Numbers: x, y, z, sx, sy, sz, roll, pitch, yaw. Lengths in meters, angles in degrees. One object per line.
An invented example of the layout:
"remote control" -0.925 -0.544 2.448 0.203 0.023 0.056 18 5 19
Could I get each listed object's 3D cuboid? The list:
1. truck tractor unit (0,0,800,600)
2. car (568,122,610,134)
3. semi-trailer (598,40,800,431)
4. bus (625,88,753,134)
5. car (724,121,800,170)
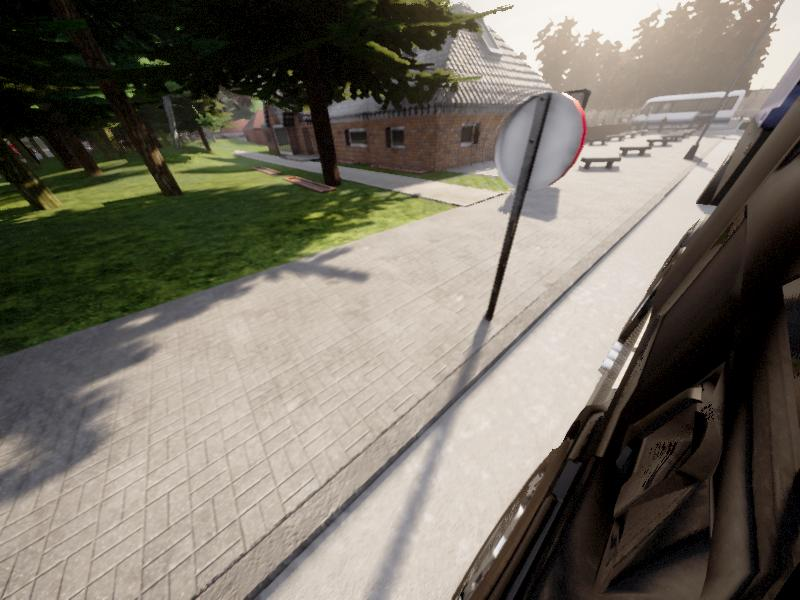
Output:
"truck tractor unit" 2.645 -0.295 0.351 6.516 4.208 3.053 -28 44 -30
"car" 33.468 -30.543 41.064 2.033 1.411 5.357 -28 43 -29
"semi-trailer" 8.691 -3.614 4.229 14.254 4.402 2.717 -28 44 -30
"bus" 39.908 -26.569 32.975 10.273 4.253 3.944 25 45 32
"car" 18.492 -7.731 11.386 4.611 1.667 2.242 -28 44 -30
